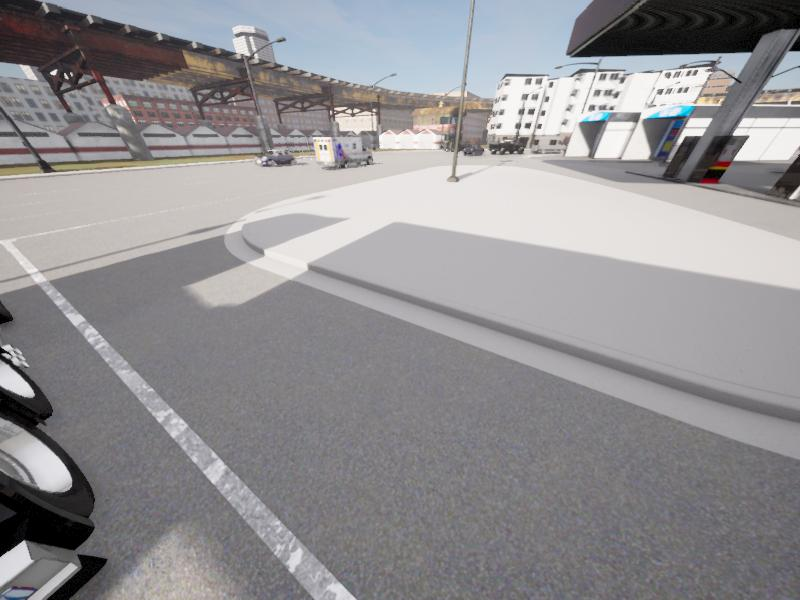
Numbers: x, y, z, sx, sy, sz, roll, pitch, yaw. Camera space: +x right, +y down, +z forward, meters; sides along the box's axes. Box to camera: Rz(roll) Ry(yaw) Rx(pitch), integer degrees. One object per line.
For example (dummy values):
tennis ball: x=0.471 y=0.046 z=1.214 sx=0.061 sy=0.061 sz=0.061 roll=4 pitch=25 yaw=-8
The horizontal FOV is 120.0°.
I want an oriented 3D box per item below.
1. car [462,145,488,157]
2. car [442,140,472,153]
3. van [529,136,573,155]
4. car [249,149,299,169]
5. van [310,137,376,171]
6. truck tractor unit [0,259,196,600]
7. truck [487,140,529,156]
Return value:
car: x=11.779 y=-23.429 z=36.210 sx=3.633 sy=1.501 sz=1.845 roll=-24 pitch=41 yaw=-30
car: x=11.411 y=-30.540 z=45.973 sx=5.566 sy=2.045 sz=2.150 roll=-18 pitch=38 yaw=-24
van: x=26.321 y=-27.090 z=40.472 sx=5.915 sy=2.561 sz=1.988 roll=-6 pitch=35 yaw=-7
car: x=-12.749 y=-14.482 z=23.598 sx=1.970 sy=1.475 sz=3.806 roll=18 pitch=39 yaw=24
van: x=-5.259 y=-14.460 z=22.677 sx=2.351 sy=2.431 sz=6.366 roll=19 pitch=39 yaw=26
truck tractor unit: x=-5.101 y=-0.311 z=0.786 sx=6.516 sy=4.208 sz=3.053 roll=19 pitch=39 yaw=24
truck: x=18.180 y=-25.737 z=38.977 sx=6.274 sy=2.098 sz=2.390 roll=-15 pitch=38 yaw=-20
